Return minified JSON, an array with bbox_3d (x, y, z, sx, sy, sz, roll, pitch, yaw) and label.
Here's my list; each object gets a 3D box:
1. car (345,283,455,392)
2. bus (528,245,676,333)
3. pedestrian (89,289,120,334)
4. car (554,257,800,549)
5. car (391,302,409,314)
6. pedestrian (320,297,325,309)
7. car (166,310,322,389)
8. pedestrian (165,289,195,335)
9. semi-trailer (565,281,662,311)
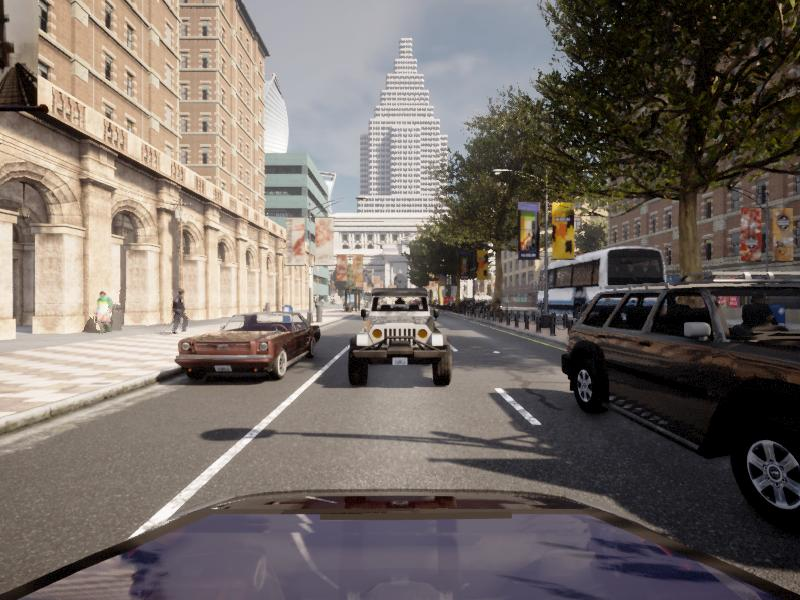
[{"bbox_3d":[-0.001,0.647,8.824,1.905,1.878,3.866,0,0,0],"label":"car"},{"bbox_3d":[11.400,-0.530,24.478,3.944,4.253,10.273,0,0,0],"label":"bus"},{"bbox_3d":[-12.427,0.488,16.844,0.751,1.860,0.751,0,0,0],"label":"pedestrian"},{"bbox_3d":[3.501,0.653,4.281,1.932,1.855,4.605,0,0,0],"label":"car"},{"bbox_3d":[-0.002,0.901,47.625,2.033,1.411,5.357,0,0,0],"label":"car"},{"bbox_3d":[-12.553,0.494,64.691,0.751,1.860,0.751,0,0,-1],"label":"pedestrian"},{"bbox_3d":[-3.250,0.940,9.526,1.895,1.301,4.718,0,0,0],"label":"car"},{"bbox_3d":[-9.117,0.487,16.592,0.751,1.860,0.751,0,0,16],"label":"pedestrian"},{"bbox_3d":[32.604,-0.609,61.133,14.254,4.402,2.717,0,0,-8],"label":"semi-trailer"}]
